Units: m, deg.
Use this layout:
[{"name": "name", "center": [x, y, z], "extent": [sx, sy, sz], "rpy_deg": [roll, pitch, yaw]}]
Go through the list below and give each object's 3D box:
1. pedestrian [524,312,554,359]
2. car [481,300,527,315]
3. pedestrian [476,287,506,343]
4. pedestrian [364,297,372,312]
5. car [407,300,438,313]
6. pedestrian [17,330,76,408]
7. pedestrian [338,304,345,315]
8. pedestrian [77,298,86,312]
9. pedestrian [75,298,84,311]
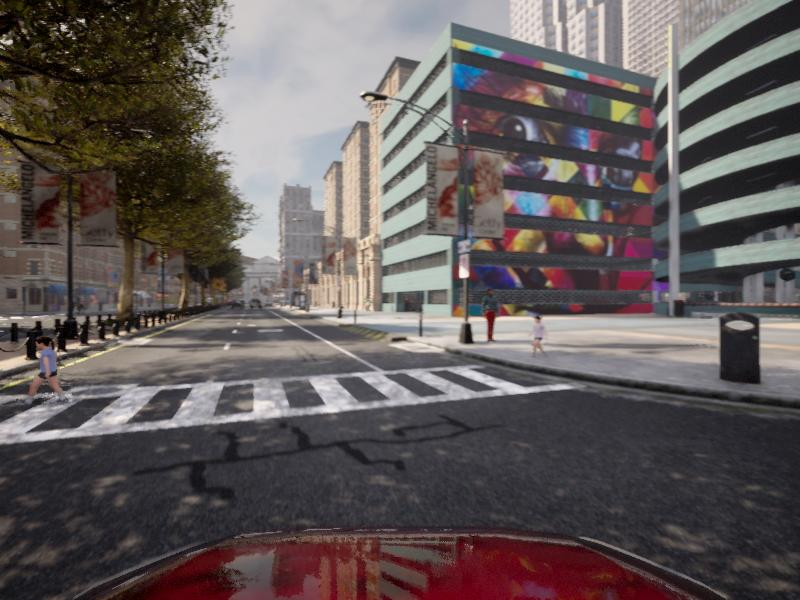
[{"name": "pedestrian", "center": [3.472, 0.866, 9.976], "extent": [0.500, 1.100, 0.500], "rpy_deg": [0, 0, -19]}, {"name": "car", "center": [10.672, 0.726, 41.354], "extent": [2.128, 1.511, 4.902], "rpy_deg": [0, 0, -21]}, {"name": "pedestrian", "center": [3.089, 0.489, 13.637], "extent": [0.751, 1.860, 0.751], "rpy_deg": [0, 0, -9]}, {"name": "pedestrian", "center": [-3.948, 0.528, 49.917], "extent": [0.751, 1.860, 0.751], "rpy_deg": [0, 0, -27]}, {"name": "car", "center": [2.752, 0.788, 50.765], "extent": [2.161, 1.482, 4.786], "rpy_deg": [0, 0, -21]}, {"name": "pedestrian", "center": [-5.420, 1.032, 6.158], "extent": [0.500, 1.100, 0.500], "rpy_deg": [0, 0, -12]}, {"name": "pedestrian", "center": [-5.599, 0.903, 38.440], "extent": [0.500, 1.100, 0.500], "rpy_deg": [0, 0, -26]}, {"name": "pedestrian", "center": [-42.636, 0.605, 53.551], "extent": [0.751, 1.860, 0.751], "rpy_deg": [0, 0, -22]}, {"name": "pedestrian", "center": [-43.437, 0.607, 54.201], "extent": [0.751, 1.860, 0.751], "rpy_deg": [0, 0, -22]}]
